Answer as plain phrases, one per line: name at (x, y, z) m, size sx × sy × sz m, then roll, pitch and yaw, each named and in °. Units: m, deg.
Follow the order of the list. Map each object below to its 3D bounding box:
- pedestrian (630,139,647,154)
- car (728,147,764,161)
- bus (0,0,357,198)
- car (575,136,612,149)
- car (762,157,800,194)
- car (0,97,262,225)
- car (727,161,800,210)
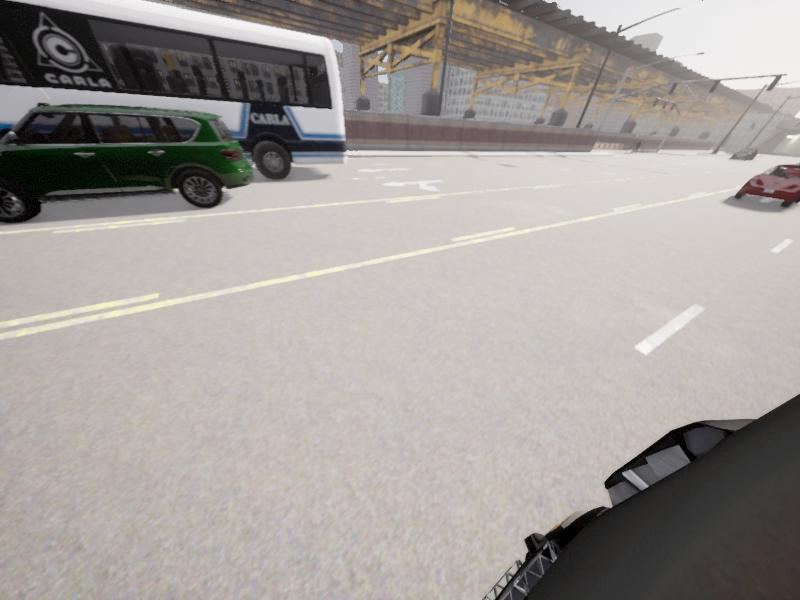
pedestrian at (35.305, -22.757, 34.235) m, size 0.751 × 1.860 × 0.751 m, roll -16°, pitch 42°, yaw -24°
car at (56.979, -24.050, 38.009) m, size 4.856 × 1.649 × 2.033 m, roll -16°, pitch 42°, yaw -24°
bus at (-7.170, -6.530, 7.750) m, size 10.273 × 4.253 × 3.944 m, roll -16°, pitch 42°, yaw -24°
car at (36.445, -29.788, 43.630) m, size 4.974 × 1.542 × 2.038 m, roll 3°, pitch 38°, yaw -2°
car at (25.262, -7.623, 14.102) m, size 4.611 × 1.667 × 2.242 m, roll -16°, pitch 42°, yaw -24°
car at (-6.831, -3.419, 5.582) m, size 5.566 × 2.045 × 2.150 m, roll -16°, pitch 42°, yaw -24°
car at (17.735, -5.404, 10.704) m, size 3.633 × 1.501 × 1.845 m, roll -16°, pitch 42°, yaw -24°
